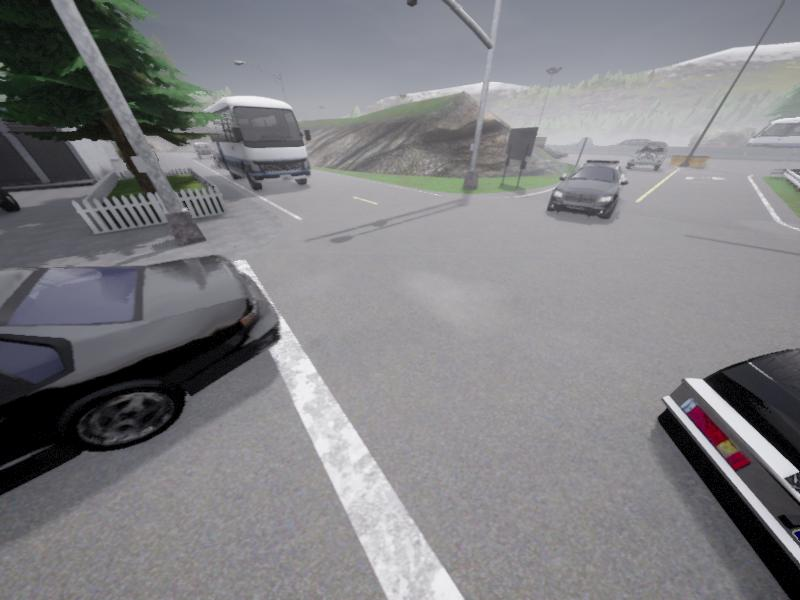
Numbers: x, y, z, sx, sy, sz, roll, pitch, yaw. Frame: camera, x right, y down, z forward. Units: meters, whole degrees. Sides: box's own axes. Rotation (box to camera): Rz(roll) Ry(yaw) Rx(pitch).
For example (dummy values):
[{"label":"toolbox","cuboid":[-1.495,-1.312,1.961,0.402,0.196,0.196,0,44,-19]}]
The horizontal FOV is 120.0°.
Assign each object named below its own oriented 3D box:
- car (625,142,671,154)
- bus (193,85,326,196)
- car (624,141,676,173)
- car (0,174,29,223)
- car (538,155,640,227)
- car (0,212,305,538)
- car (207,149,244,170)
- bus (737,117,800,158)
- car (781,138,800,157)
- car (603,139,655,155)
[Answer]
[{"label":"car","cuboid":[42.150,-26.010,39.407,2.033,1.649,4.856,-27,43,-32]},{"label":"bus","cuboid":[-9.392,-10.113,15.016,3.944,4.253,10.273,-27,43,-32]},{"label":"car","cuboid":[20.060,-11.546,18.520,4.605,1.855,1.932,-30,45,-35]},{"label":"car","cuboid":[-16.076,-3.760,8.116,1.905,1.878,3.866,-27,43,-33]},{"label":"car","cuboid":[7.409,-4.458,8.923,2.038,1.542,4.974,26,45,33]},{"label":"car","cuboid":[-3.814,0.827,1.535,5.357,1.411,2.033,-28,43,-33]},{"label":"car","cuboid":[-18.003,-14.555,23.797,2.007,1.525,4.514,-27,43,-32]},{"label":"bus","cuboid":[52.195,-20.410,29.053,3.944,4.253,10.273,-27,43,-32]},{"label":"car","cuboid":[56.089,-20.134,30.538,2.150,2.045,5.566,-27,43,-32]},{"label":"car","cuboid":[38.130,-25.749,38.710,2.150,2.045,5.566,-27,43,-32]}]
